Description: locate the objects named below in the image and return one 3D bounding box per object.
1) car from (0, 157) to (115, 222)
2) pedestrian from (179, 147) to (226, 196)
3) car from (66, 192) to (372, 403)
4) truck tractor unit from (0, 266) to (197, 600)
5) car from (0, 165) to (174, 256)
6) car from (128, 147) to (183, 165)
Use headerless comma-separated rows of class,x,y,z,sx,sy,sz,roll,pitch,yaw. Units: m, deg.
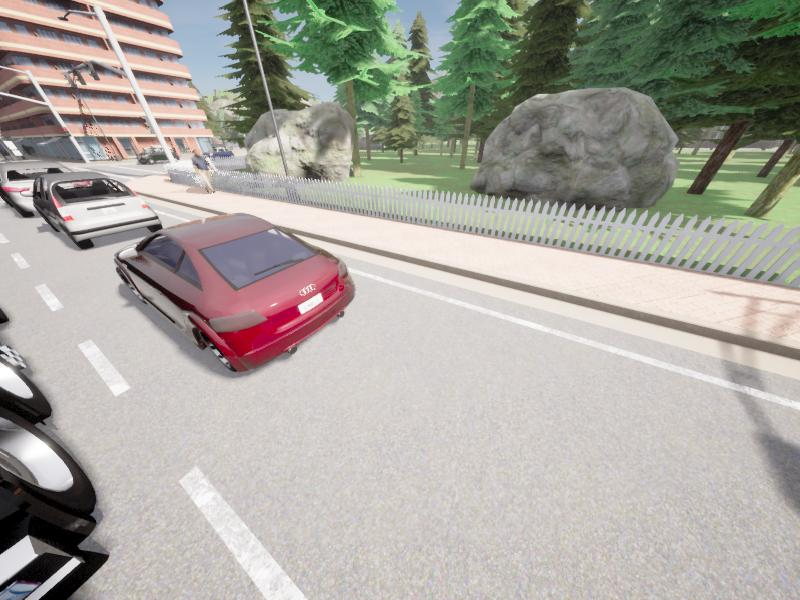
car,-14.322,-4.609,9.260,4.611,1.667,2.242,19,39,25
pedestrian,-8.890,-5.806,10.466,0.751,1.860,0.751,18,39,24
car,-2.773,-0.594,3.675,4.181,1.385,1.994,20,40,26
truck tractor unit,-5.114,-0.298,0.774,6.516,4.208,3.053,18,39,24
car,-8.952,-2.772,6.638,3.988,1.617,1.851,18,39,25
car,-27.805,-16.503,26.448,1.789,1.549,3.705,11,36,15
